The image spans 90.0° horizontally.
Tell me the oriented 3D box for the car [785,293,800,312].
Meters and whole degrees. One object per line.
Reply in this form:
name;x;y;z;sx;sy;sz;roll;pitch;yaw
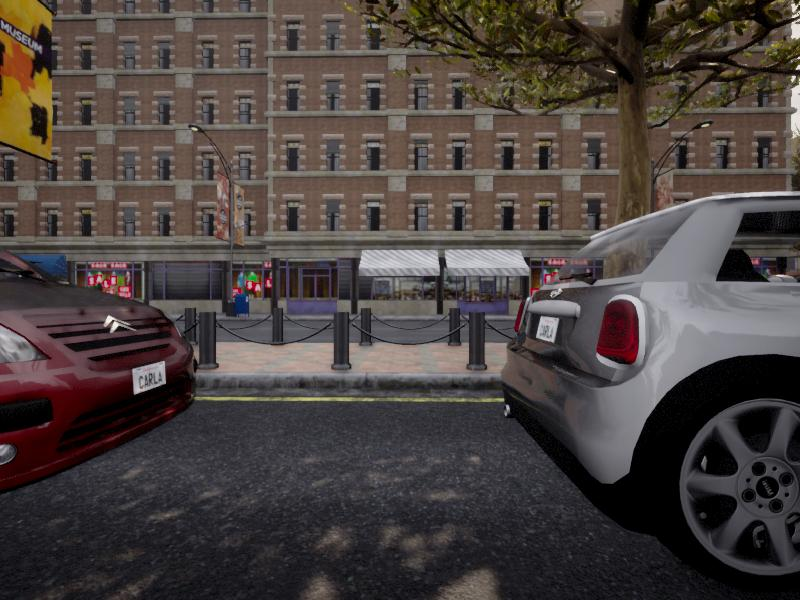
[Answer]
car;34.483;0.226;32.305;2.038;1.542;4.974;0;0;0

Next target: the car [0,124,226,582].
car;-3.390;0.188;2.287;3.988;1.617;1.851;0;0;1

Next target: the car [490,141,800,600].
car;2.600;0.253;2.173;3.806;1.475;1.970;0;0;1
